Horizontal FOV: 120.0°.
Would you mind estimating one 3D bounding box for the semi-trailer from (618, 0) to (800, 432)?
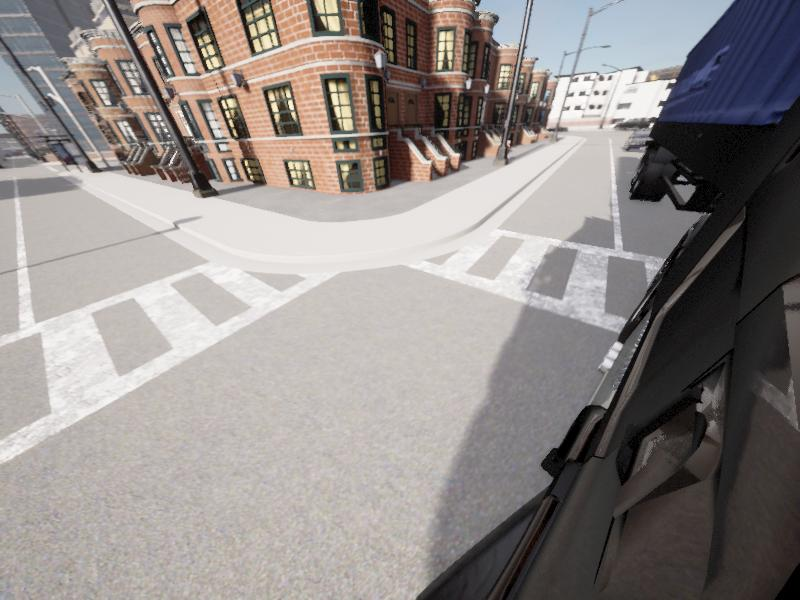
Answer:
[{"bbox_3d":[7.789,-4.094,4.964,2.717,4.402,14.254,24,44,31],"label":"semi-trailer"}]

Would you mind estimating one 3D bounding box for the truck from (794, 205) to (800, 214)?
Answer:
[{"bbox_3d":[10.381,-1.754,3.294,2.627,2.467,5.204,21,42,29],"label":"truck"}]

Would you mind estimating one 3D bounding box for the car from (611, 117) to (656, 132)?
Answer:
[{"bbox_3d":[45.241,-34.193,45.038,2.150,2.045,5.566,-12,37,-12],"label":"car"}]

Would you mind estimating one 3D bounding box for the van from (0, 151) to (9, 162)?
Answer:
[{"bbox_3d":[-91.342,-32.629,52.011,6.366,2.431,2.351,21,43,29],"label":"van"}]

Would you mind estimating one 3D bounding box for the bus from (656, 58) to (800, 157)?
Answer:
[{"bbox_3d":[22.980,-13.369,16.589,3.944,4.253,10.273,22,43,29],"label":"bus"}]

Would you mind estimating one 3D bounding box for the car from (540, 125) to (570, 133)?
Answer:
[{"bbox_3d":[36.374,-40.176,54.267,2.033,1.411,5.357,-26,42,-28],"label":"car"}]

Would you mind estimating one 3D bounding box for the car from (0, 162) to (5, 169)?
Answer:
[{"bbox_3d":[-57.908,-19.243,32.410,4.514,1.525,2.007,21,43,29],"label":"car"}]

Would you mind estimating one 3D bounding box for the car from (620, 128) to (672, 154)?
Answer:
[{"bbox_3d":[19.482,-12.872,18.563,2.033,1.411,5.357,21,43,29],"label":"car"}]

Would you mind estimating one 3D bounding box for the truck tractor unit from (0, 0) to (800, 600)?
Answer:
[{"bbox_3d":[2.645,-0.295,0.351,6.516,4.208,3.053,-28,44,-30],"label":"truck tractor unit"}]
